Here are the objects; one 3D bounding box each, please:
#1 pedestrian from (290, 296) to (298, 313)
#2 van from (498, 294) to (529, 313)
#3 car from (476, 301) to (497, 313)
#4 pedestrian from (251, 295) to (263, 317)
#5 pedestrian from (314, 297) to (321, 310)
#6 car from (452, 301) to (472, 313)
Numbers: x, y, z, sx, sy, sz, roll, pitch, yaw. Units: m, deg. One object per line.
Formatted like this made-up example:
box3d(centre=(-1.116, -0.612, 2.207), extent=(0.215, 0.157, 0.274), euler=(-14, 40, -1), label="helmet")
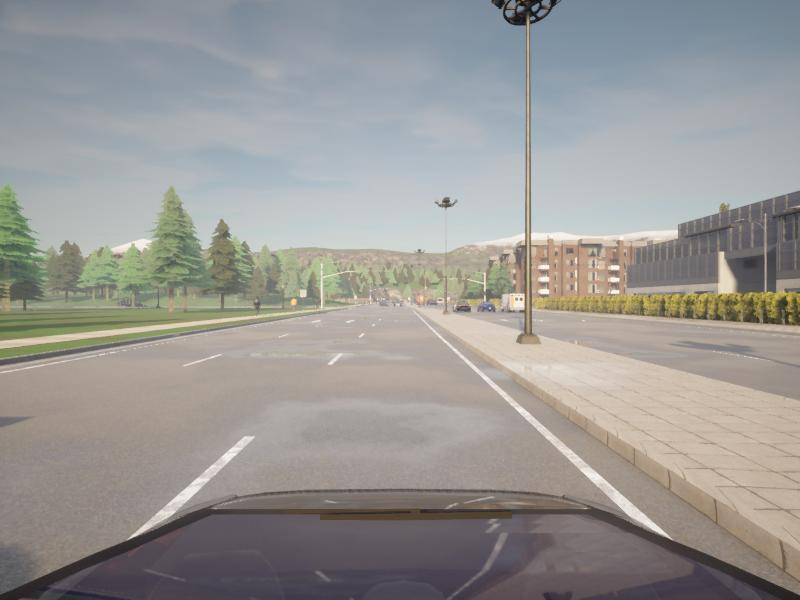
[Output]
box3d(centre=(-12.288, 0.526, 46.411), extent=(0.751, 1.860, 0.751), euler=(0, 0, 2), label="pedestrian")
box3d(centre=(15.255, 0.426, 54.148), extent=(2.351, 2.431, 6.366), euler=(0, 0, 0), label="van")
box3d(centre=(11.755, 0.918, 54.568), extent=(1.812, 1.442, 4.674), euler=(0, 0, 0), label="car")
box3d(centre=(-12.559, 0.516, 35.194), extent=(0.751, 1.860, 0.751), euler=(0, 0, 2), label="pedestrian")
box3d(centre=(-12.051, 0.536, 58.381), extent=(0.751, 1.860, 0.751), euler=(0, 0, 2), label="pedestrian")
box3d(centre=(8.250, 0.874, 53.841), extent=(2.038, 1.542, 4.974), euler=(0, 0, 1), label="car")
